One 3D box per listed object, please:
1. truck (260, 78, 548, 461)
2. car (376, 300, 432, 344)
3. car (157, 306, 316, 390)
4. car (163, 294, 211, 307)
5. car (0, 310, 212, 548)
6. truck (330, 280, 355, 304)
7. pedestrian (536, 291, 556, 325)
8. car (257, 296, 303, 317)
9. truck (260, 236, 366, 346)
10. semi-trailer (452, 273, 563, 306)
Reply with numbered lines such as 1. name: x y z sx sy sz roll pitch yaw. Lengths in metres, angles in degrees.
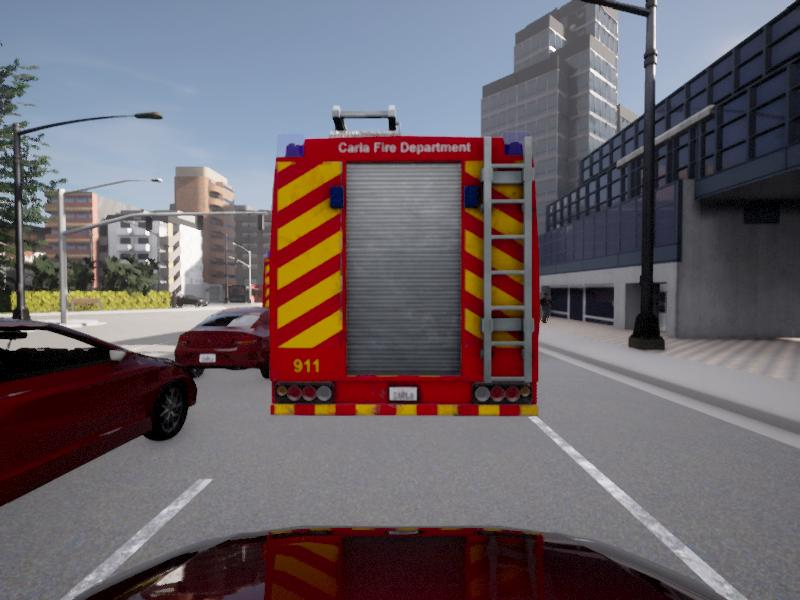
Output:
1. truck: 0.092 -0.303 8.253 2.891 3.827 8.468 0 0 1
2. car: 0.180 0.815 17.201 2.038 1.542 4.974 0 1 1
3. car: -3.435 0.890 9.530 1.812 1.442 4.674 0 0 1
4. car: -27.246 0.085 51.336 5.027 1.651 2.152 0 1 1
5. car: -3.468 0.860 3.307 1.816 1.474 4.193 0 0 1
6. truck: -9.771 -1.350 68.881 2.891 3.827 8.468 0 1 0
7. pedestrian: 8.221 0.431 22.514 0.751 1.860 0.751 0 2 -15
8. car: -10.049 0.484 33.901 2.242 1.667 4.611 0 1 3
9. truck: -3.409 -0.339 18.225 2.891 3.827 8.468 0 0 1
10. semi-trailer: 14.298 -1.394 54.015 14.254 4.402 2.717 0 1 1
